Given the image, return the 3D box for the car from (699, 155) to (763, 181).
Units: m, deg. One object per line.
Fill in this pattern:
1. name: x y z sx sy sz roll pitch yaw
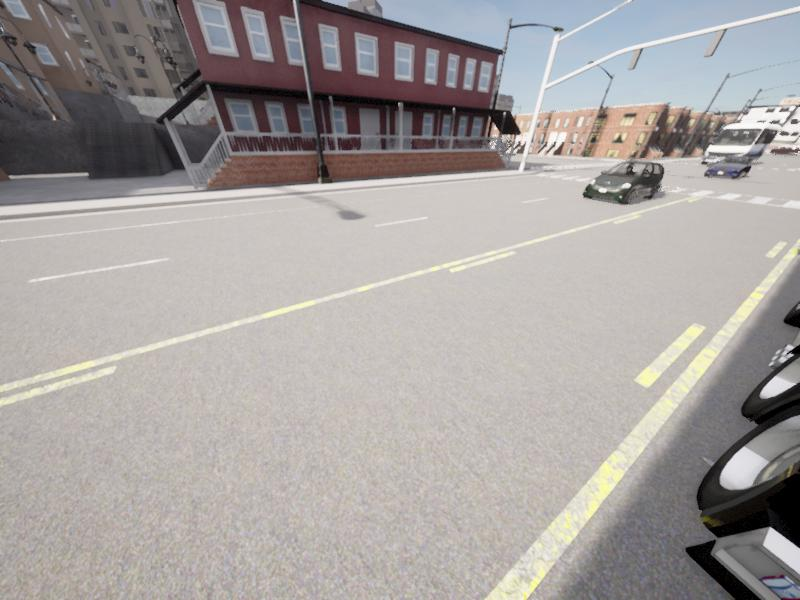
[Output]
1. car: 26.475 -10.605 18.475 4.193 1.474 1.816 -18 39 -25

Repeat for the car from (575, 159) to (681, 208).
1. car: 10.647 -5.576 10.854 3.988 1.617 1.851 -18 39 -25

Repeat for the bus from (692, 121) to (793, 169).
1. bus: 41.834 -18.902 28.250 10.273 4.253 3.944 -18 39 -24

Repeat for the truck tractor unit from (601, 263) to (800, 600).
1. truck tractor unit: 5.133 -0.271 0.793 6.516 4.208 3.053 -17 40 -25
